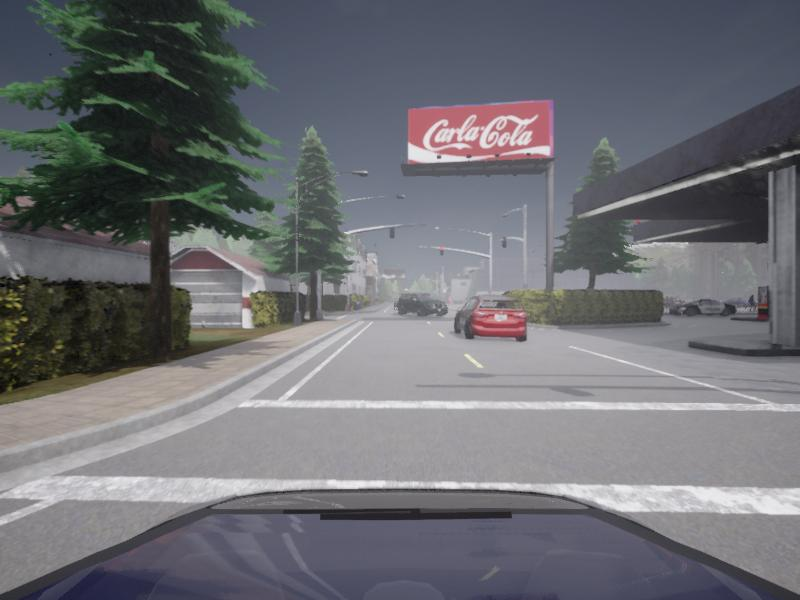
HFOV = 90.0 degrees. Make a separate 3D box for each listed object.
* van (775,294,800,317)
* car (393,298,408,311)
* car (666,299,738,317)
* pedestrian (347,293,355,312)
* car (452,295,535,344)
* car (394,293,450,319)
[{"bbox_3d":[36.815,0.425,35.865,4.480,2.038,2.069,-1,0,0],"label":"van"},{"bbox_3d":[0.013,0.544,51.341,1.837,1.490,4.892,0,0,0],"label":"car"},{"bbox_3d":[27.004,0.711,35.902,4.974,1.542,2.038,0,0,0],"label":"car"},{"bbox_3d":[-5.001,0.255,40.654,0.751,1.860,0.751,0,0,-11],"label":"pedestrian"},{"bbox_3d":[3.543,0.674,16.208,2.242,1.667,4.611,1,0,0],"label":"car"},{"bbox_3d":[1.786,0.413,35.045,2.150,2.045,5.566,-2,2,-31],"label":"car"}]
